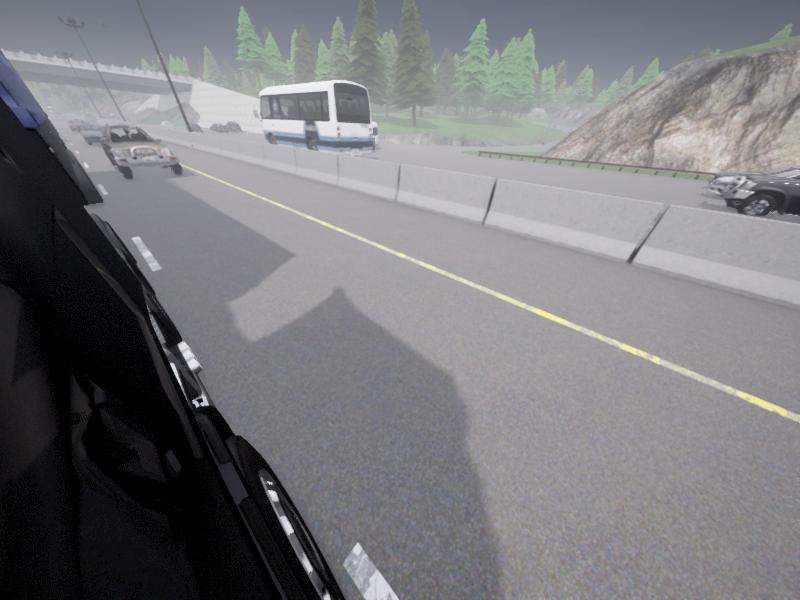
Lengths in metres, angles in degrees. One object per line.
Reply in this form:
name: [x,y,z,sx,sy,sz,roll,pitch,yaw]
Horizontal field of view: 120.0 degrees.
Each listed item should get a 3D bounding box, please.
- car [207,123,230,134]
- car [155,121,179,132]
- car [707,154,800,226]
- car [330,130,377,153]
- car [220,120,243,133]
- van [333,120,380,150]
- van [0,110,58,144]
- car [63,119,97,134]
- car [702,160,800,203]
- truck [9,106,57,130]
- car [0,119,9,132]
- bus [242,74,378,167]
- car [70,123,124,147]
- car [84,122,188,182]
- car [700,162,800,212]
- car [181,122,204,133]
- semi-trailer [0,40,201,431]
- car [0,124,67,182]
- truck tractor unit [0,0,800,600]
car: [-34.314,-32.468,43.611,4.193,1.474,1.816,28,44,30]
car: [-41.120,-30.631,40.743,4.674,1.442,1.812,28,44,30]
car: [14.505,-3.532,7.739,4.605,1.855,1.932,29,44,30]
car: [-4.856,-16.648,24.197,4.611,1.667,2.242,29,44,30]
car: [-34.331,-35.392,47.186,4.605,1.855,1.932,29,44,30]
van: [-5.240,-19.967,27.882,5.915,2.561,1.988,29,44,30]
van: [-30.561,-14.172,18.930,4.480,2.038,2.069,28,44,30]
car: [-41.874,-22.755,30.230,4.181,1.385,1.994,28,44,30]
car: [19.877,-5.937,11.700,5.357,1.411,2.033,28,44,30]
truck: [-51.823,-25.828,32.776,5.204,2.467,2.627,28,44,30]
car: [-47.595,-20.393,26.604,4.892,1.490,1.837,28,44,30]
bus: [-6.751,-13.137,17.223,10.273,4.253,3.944,28,44,30]
car: [-26.002,-14.197,19.791,5.357,1.411,2.033,28,44,30]
car: [-11.786,-6.722,10.313,4.605,1.855,1.932,28,43,30]
car: [16.953,-4.785,9.930,4.674,1.442,1.812,28,44,30]
car: [-38.163,-31.796,42.466,4.193,1.474,1.816,28,44,30]
semi-trailer: [-8.678,-3.622,4.244,14.254,4.402,2.717,28,44,30]
car: [-16.194,-6.236,9.611,4.856,1.649,2.033,28,44,30]
truck tractor unit: [-2.645,-0.295,0.351,6.516,4.208,3.053,28,44,30]
